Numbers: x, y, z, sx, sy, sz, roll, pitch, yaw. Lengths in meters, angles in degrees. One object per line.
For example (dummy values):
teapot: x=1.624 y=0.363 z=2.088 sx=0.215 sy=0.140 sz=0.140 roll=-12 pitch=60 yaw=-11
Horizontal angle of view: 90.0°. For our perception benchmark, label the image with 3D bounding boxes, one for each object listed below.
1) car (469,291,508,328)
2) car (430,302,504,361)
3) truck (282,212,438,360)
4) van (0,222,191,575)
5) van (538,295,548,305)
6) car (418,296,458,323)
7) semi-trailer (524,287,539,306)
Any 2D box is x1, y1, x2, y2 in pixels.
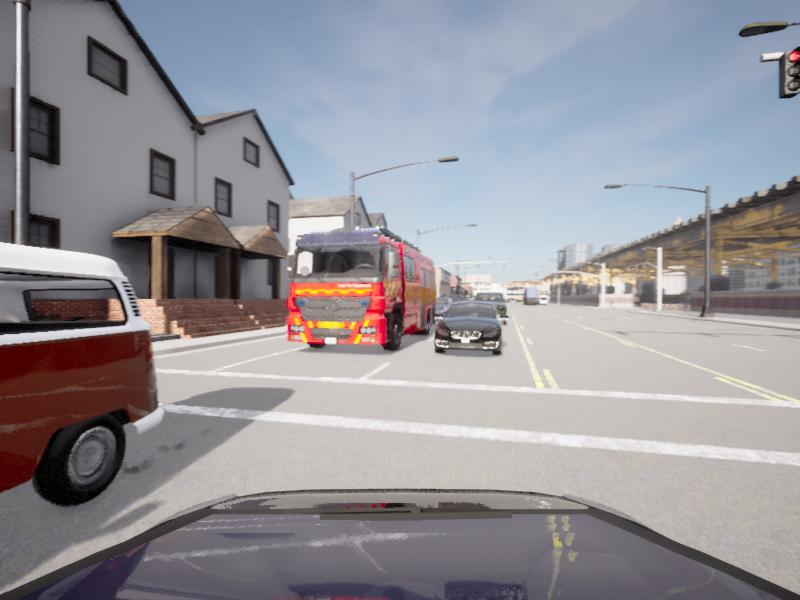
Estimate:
car: x=5.662 y=0.497 z=25.301 sx=2.150 sy=2.045 sz=5.566 roll=0 pitch=0 yaw=14
car: x=2.325 y=0.807 z=12.713 sx=1.837 sy=1.490 sz=4.892 roll=0 pitch=0 yaw=15
truck: x=-0.754 y=-0.376 z=14.755 sx=2.891 sy=3.827 sz=8.468 roll=0 pitch=0 yaw=15
van: x=-3.385 y=0.575 z=1.985 sx=2.069 sy=2.038 sz=4.480 roll=-1 pitch=-1 yaw=5
van: x=38.278 y=0.088 z=107.177 sx=1.988 sy=2.561 sz=5.915 roll=0 pitch=0 yaw=15
car: x=2.770 y=0.607 z=28.019 sx=2.097 sy=1.767 sz=4.553 roll=0 pitch=0 yaw=15
semi-trailer: x=33.100 y=-0.850 z=101.342 sx=2.717 sy=4.402 sz=14.254 roll=0 pitch=0 yaw=15
